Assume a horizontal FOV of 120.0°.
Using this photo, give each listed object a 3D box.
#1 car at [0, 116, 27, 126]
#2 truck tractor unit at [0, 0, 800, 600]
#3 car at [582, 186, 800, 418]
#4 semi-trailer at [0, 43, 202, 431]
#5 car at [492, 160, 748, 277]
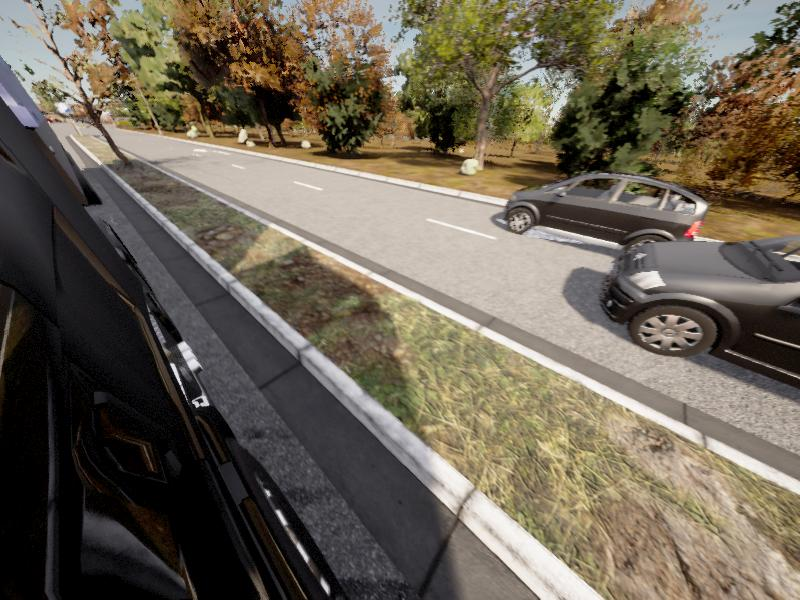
[{"bbox_3d":[-77.883,-34.811,44.834,1.946,1.575,5.366,17,40,19],"label":"car"},{"bbox_3d":[-2.645,-0.295,0.351,6.516,4.208,3.053,28,44,30],"label":"truck tractor unit"},{"bbox_3d":[4.697,0.167,2.336,3.988,1.617,1.851,28,44,30],"label":"car"},{"bbox_3d":[-8.711,-3.586,4.231,14.254,4.402,2.717,28,44,30],"label":"semi-trailer"},{"bbox_3d":[4.578,-2.215,5.558,3.705,1.549,1.789,28,44,30],"label":"car"}]
